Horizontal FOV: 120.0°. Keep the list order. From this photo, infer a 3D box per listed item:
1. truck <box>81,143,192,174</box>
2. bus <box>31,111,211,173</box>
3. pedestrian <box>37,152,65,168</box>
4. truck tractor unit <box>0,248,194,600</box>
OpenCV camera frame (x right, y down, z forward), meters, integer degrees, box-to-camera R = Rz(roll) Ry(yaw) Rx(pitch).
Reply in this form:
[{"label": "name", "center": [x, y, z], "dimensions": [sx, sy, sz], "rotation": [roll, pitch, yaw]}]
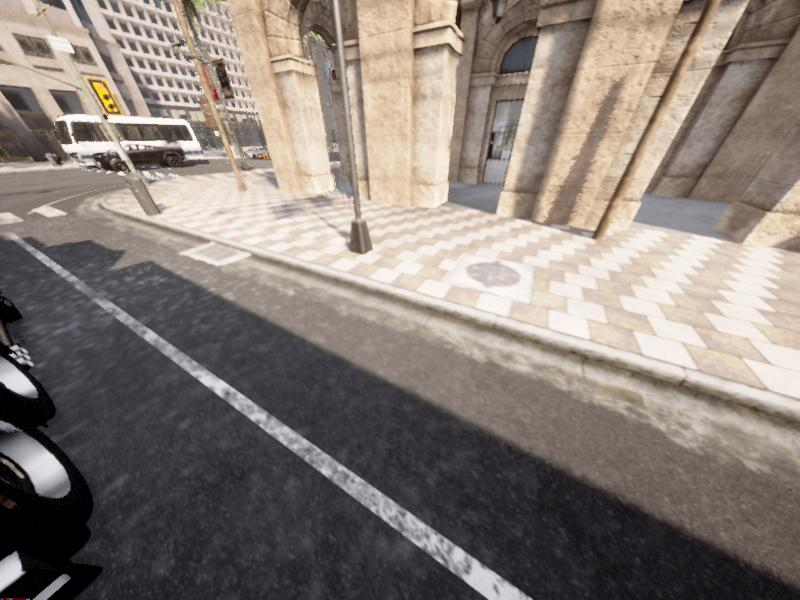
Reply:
[{"label": "truck", "center": [-24.459, -13.600, 21.938], "dimensions": [2.390, 2.098, 6.274], "rotation": [17, 38, 23]}, {"label": "bus", "center": [-26.816, -16.016, 23.546], "dimensions": [3.944, 4.253, 10.273], "rotation": [17, 39, 24]}, {"label": "pedestrian", "center": [-34.204, -13.765, 22.646], "dimensions": [0.751, 1.300, 0.751], "rotation": [1, 35, 2]}, {"label": "truck tractor unit", "center": [-5.082, -0.327, 0.821], "dimensions": [6.516, 4.208, 3.053], "rotation": [19, 39, 25]}]
